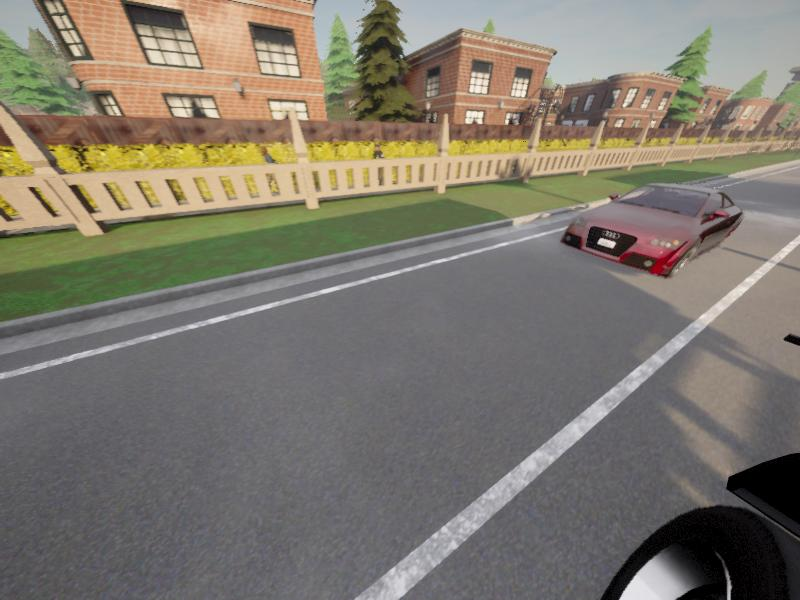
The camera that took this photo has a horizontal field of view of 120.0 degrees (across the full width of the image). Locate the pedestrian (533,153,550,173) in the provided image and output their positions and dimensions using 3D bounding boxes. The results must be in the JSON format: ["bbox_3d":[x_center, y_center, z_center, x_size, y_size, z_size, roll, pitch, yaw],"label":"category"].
[{"bbox_3d":[9.415,-9.089,15.373,0.500,1.100,0.500,-18,39,-23],"label":"pedestrian"}]

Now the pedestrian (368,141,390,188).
[{"bbox_3d":[-0.995,-6.547,11.183,0.751,1.860,0.751,-17,39,-23],"label":"pedestrian"}]

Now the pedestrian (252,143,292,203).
[{"bbox_3d":[-4.800,-4.771,8.700,0.751,1.860,0.751,-19,40,-24],"label":"pedestrian"}]

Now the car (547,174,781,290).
[{"bbox_3d":[5.839,-1.826,5.242,4.181,1.385,1.994,-18,39,-23],"label":"car"}]
